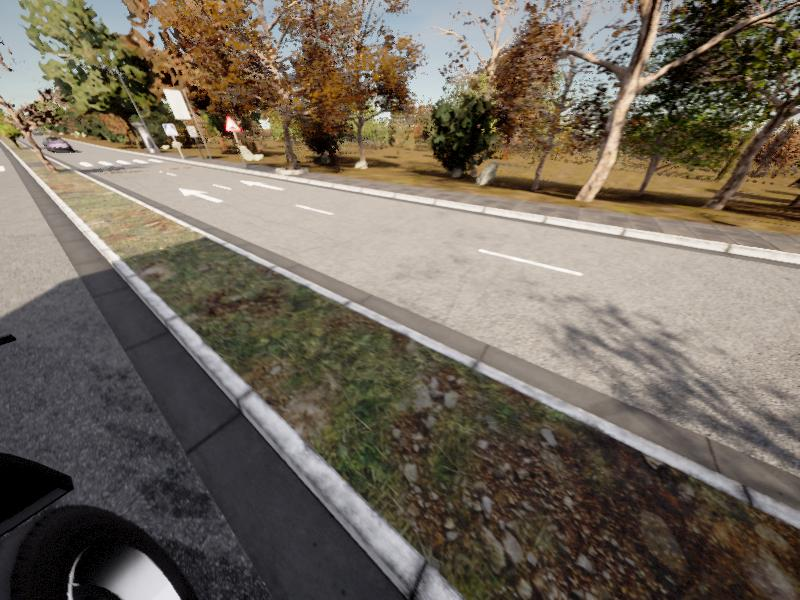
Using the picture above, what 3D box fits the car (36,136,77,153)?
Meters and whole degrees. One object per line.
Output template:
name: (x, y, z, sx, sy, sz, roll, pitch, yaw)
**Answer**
car: (-43.878, -19.877, 29.478, 4.856, 1.649, 2.033, 23, 41, 27)
